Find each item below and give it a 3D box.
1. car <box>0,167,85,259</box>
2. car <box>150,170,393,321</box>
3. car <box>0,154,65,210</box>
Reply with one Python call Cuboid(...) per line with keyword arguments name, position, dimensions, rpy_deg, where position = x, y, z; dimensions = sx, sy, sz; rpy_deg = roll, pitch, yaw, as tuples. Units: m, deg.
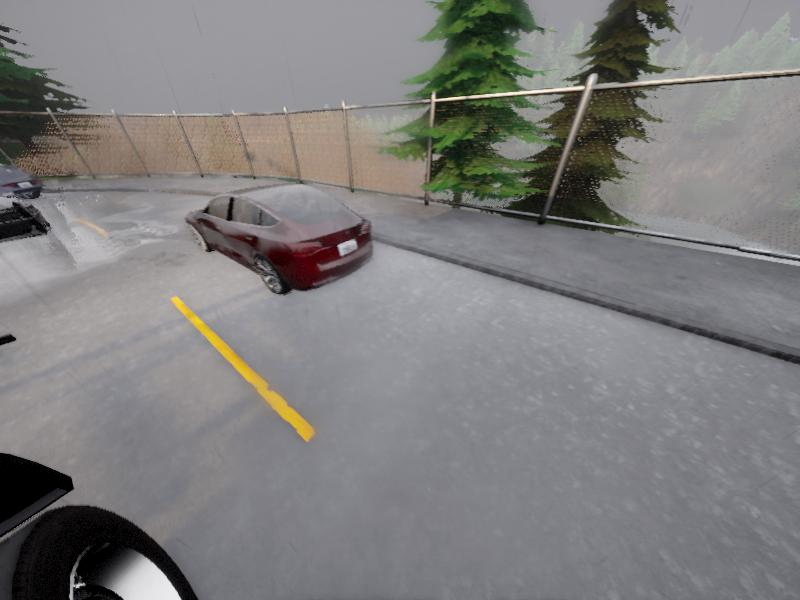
Cuboid(name="car", position=(-11.342, -2.090, 5.350), dimensions=(5.238, 1.638, 1.930), rpy_deg=(5, 34, 6))
Cuboid(name="car", position=(-2.725, -1.617, 4.889), dimensions=(4.792, 1.488, 2.163), rpy_deg=(23, 41, 29))
Cuboid(name="car", position=(-16.983, -4.262, 8.396), dimensions=(5.027, 1.651, 2.152), rpy_deg=(-8, 36, -11))
